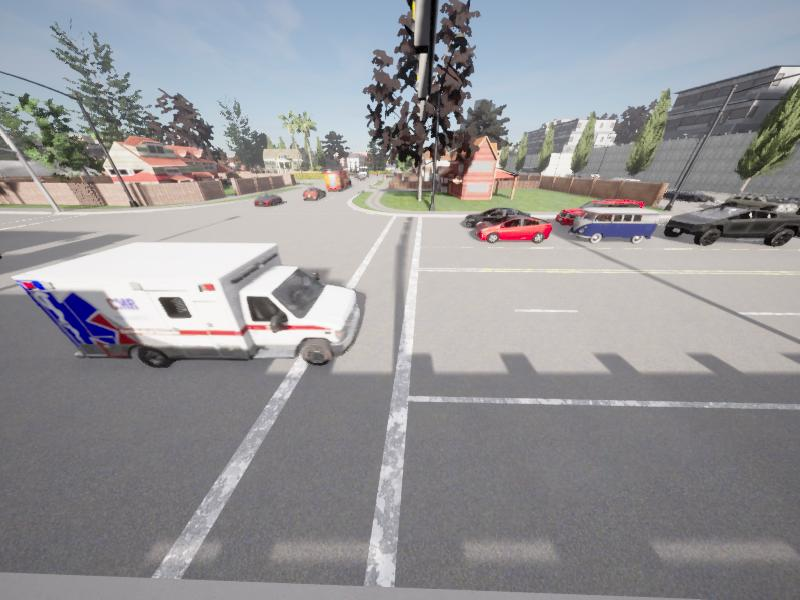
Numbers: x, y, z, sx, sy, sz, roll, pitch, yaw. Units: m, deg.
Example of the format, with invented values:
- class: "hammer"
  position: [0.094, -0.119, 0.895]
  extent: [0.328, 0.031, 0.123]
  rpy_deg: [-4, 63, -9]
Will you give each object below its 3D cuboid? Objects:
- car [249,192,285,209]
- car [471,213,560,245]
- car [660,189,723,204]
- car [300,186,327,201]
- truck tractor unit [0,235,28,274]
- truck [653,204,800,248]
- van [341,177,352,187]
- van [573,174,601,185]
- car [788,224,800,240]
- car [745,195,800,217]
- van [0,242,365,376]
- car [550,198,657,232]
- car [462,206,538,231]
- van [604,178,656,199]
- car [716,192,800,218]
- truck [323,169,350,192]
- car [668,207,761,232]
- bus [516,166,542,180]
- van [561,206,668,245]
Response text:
- class: "car"
  position: [-16.157, -12.288, 28.347]
  extent: [1.994, 1.385, 4.181]
  rpy_deg: [0, 30, -1]
- class: "car"
  position: [7.219, -4.633, 14.904]
  extent: [4.514, 1.525, 2.007]
  rpy_deg: [1, 30, 1]
- class: "car"
  position: [39.843, -14.356, 31.877]
  extent: [2.033, 1.411, 5.357]
  rpy_deg: [0, 30, 1]
- class: "car"
  position: [-12.710, -15.951, 34.412]
  extent: [2.152, 1.651, 5.027]
  rpy_deg: [0, 30, 0]
- class: "truck tractor unit"
  position: [-21.108, -2.664, 8.755]
  extent: [6.516, 4.208, 3.053]
  rpy_deg: [1, 30, 1]
- class: "truck"
  position: [20.689, -4.672, 14.400]
  extent: [6.274, 2.098, 2.390]
  rpy_deg: [1, 30, 2]
- class: "van"
  position: [-12.924, -28.576, 55.915]
  extent: [1.775, 1.987, 4.442]
  rpy_deg: [-1, 30, -2]
- class: "van"
  position: [51.913, -33.743, 64.414]
  extent: [2.351, 2.431, 6.366]
  rpy_deg: [0, 30, 1]
- class: "car"
  position: [28.430, -4.593, 14.469]
  extent: [3.866, 1.878, 1.905]
  rpy_deg: [0, 30, 0]
- class: "car"
  position: [39.675, -9.496, 23.343]
  extent: [2.128, 1.511, 4.902]
  rpy_deg: [1, 30, 1]
- class: "van"
  position: [-4.341, 0.088, 5.826]
  extent: [6.366, 2.431, 2.351]
  rpy_deg: [1, 30, 1]
- class: "car"
  position: [15.165, -6.492, 17.603]
  extent: [5.566, 2.045, 2.150]
  rpy_deg: [1, 30, 2]
- class: "car"
  position: [7.532, -6.367, 17.939]
  extent: [4.892, 1.490, 1.837]
  rpy_deg: [1, 30, 1]
- class: "van"
  position: [36.431, -17.909, 36.885]
  extent: [1.988, 2.561, 5.915]
  rpy_deg: [0, 30, 1]
- class: "car"
  position: [36.174, -9.674, 23.289]
  extent: [1.932, 1.855, 4.605]
  rpy_deg: [0, 30, 0]
- class: "truck"
  position: [-12.755, -24.555, 47.112]
  extent: [2.891, 3.827, 8.468]
  rpy_deg: [0, 30, 0]
- class: "car"
  position: [23.786, -6.194, 17.656]
  extent: [3.806, 1.475, 1.970]
  rpy_deg: [0, 30, 0]
- class: "bus"
  position: [48.697, -48.202, 87.593]
  extent: [3.944, 4.253, 10.273]
  rpy_deg: [0, 30, 1]
- class: "van"
  position: [13.318, -4.758, 14.662]
  extent: [4.442, 1.987, 1.775]
  rpy_deg: [1, 30, 1]
